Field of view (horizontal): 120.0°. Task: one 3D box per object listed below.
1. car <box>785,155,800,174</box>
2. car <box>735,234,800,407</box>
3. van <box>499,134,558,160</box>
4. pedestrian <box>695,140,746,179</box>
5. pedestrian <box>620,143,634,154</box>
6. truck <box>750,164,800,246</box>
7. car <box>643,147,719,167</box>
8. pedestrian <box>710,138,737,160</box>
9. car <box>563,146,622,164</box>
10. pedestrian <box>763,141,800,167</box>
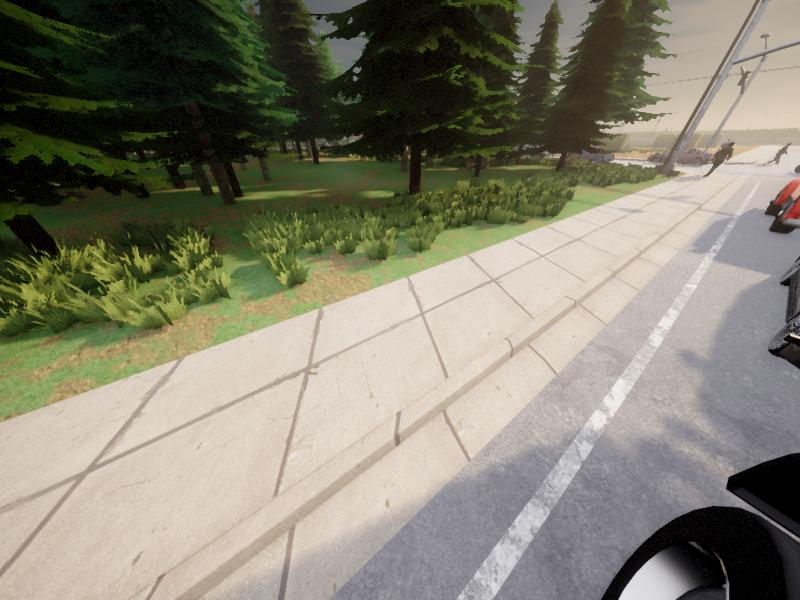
[{"bbox_3d":[29.042,-8.772,14.746,2.242,1.667,4.611,13,37,19],"label":"car"},{"bbox_3d":[6.441,-0.038,2.633,4.902,1.511,2.128,-22,41,-28],"label":"car"},{"bbox_3d":[15.932,-19.414,29.208,1.988,2.561,5.915,-22,41,-28],"label":"van"},{"bbox_3d":[18.516,-8.112,13.386,0.751,1.860,0.751,-12,37,-17],"label":"pedestrian"},{"bbox_3d":[32.970,-22.060,33.575,0.751,1.300,0.751,9,36,13],"label":"pedestrian"},{"bbox_3d":[12.429,-3.012,5.959,5.204,2.467,2.627,-23,41,-28],"label":"truck"},{"bbox_3d":[26.615,-13.690,22.029,1.994,1.385,4.181,-24,41,-29],"label":"car"},{"bbox_3d":[33.566,-15.653,23.996,0.751,1.860,0.751,22,41,28],"label":"pedestrian"},{"bbox_3d":[20.228,-15.418,24.524,1.994,1.385,4.181,-22,41,-28],"label":"car"},{"bbox_3d":[33.324,-12.791,20.202,0.751,1.860,0.751,29,45,35],"label":"pedestrian"}]
